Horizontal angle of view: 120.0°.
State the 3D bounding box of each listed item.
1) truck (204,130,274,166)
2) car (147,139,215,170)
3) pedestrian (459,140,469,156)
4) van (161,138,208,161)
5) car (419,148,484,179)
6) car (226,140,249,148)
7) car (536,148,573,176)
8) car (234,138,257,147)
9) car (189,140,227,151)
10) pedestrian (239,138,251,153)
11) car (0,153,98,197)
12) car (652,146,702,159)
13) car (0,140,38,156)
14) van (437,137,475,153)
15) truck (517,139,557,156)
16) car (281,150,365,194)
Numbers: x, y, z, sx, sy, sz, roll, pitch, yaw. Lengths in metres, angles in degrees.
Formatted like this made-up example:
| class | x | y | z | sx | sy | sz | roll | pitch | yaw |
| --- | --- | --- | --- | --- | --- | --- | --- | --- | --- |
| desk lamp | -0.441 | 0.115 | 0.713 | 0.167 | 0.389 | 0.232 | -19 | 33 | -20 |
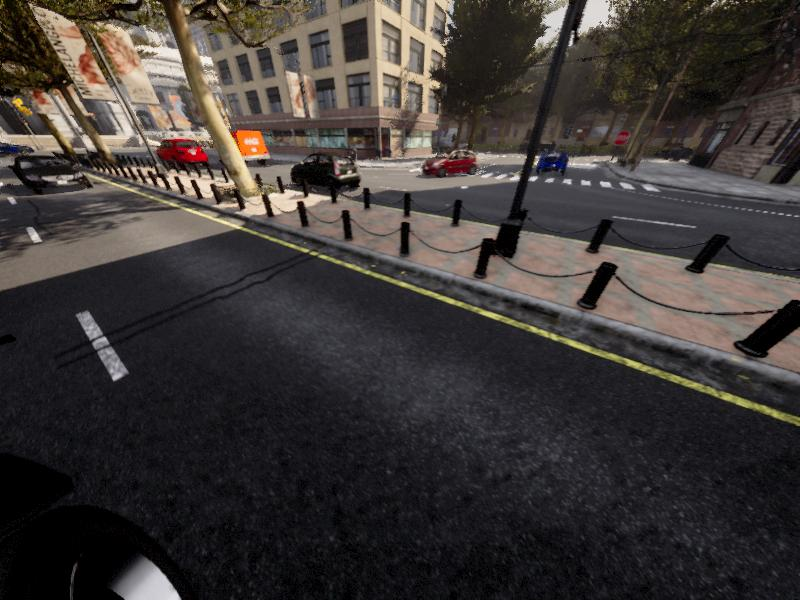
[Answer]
| class | x | y | z | sx | sy | sz | roll | pitch | yaw |
| --- | --- | --- | --- | --- | --- | --- | --- | --- | --- |
| truck | -14.656 | -13.746 | 21.084 | 5.204 | 2.467 | 2.627 | 18 | 39 | 29 |
| car | -19.243 | -12.893 | 20.276 | 5.566 | 2.045 | 2.150 | 21 | 40 | 27 |
| pedestrian | 8.620 | -20.555 | 31.263 | 0.751 | 1.860 | 0.751 | -29 | 45 | -35 |
| van | -24.987 | -17.521 | 26.805 | 4.480 | 2.038 | 2.069 | 21 | 40 | 27 |
| car | 3.572 | -9.687 | 16.309 | 3.988 | 1.617 | 1.851 | -17 | 39 | -23 |
| car | -39.863 | -38.372 | 56.746 | 1.970 | 1.475 | 3.806 | 21 | 40 | 27 |
| car | 12.359 | -11.276 | 18.704 | 1.882 | 1.535 | 5.008 | 16 | 38 | 21 |
| car | -36.837 | -37.609 | 55.119 | 1.851 | 1.617 | 3.988 | 21 | 40 | 27 |
| car | -37.033 | -29.973 | 44.730 | 1.930 | 1.638 | 5.238 | 21 | 40 | 27 |
| pedestrian | -24.094 | -24.015 | 35.886 | 0.751 | 1.860 | 0.751 | 24 | 41 | 29 |
| car | -17.651 | -6.397 | 11.590 | 4.674 | 1.442 | 1.812 | 20 | 40 | 26 |
| car | 39.361 | -21.086 | 33.023 | 4.181 | 1.385 | 1.994 | 23 | 41 | 28 |
| car | -52.745 | -20.139 | 30.620 | 2.033 | 1.649 | 4.856 | 21 | 40 | 27 |
| van | 10.742 | -30.125 | 44.688 | 6.366 | 2.431 | 2.351 | 21 | 40 | 27 |
| truck | 22.804 | -25.721 | 38.825 | 2.390 | 2.098 | 6.274 | -4 | 35 | -7 |
| car | -4.038 | -6.848 | 12.209 | 3.988 | 1.617 | 1.851 | 21 | 40 | 27 |
